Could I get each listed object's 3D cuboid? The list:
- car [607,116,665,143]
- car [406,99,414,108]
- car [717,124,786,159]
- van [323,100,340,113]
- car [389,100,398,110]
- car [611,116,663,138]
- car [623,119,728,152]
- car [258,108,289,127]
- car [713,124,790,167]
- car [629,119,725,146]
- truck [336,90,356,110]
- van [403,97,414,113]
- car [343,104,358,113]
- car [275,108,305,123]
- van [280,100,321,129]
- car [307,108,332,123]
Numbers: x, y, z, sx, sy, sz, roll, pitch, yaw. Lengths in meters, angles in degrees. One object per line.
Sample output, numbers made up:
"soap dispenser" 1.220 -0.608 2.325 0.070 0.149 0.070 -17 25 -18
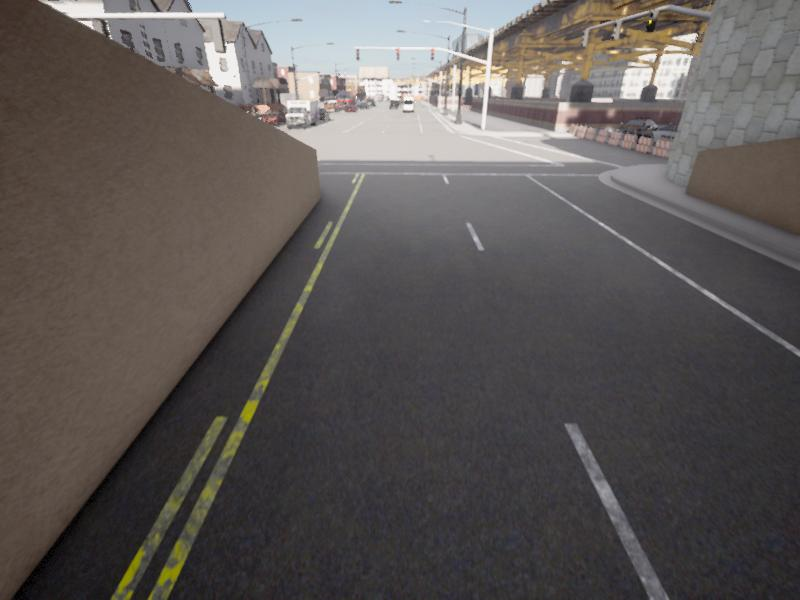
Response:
"car" 17.708 -12.803 29.906 4.974 1.542 2.038 -24 36 -39
"car" 2.461 -49.273 100.440 1.905 1.878 3.866 1 27 1
"car" 18.230 -8.393 20.986 1.853 1.218 4.536 15 31 27
"van" -12.485 -35.365 73.123 2.069 2.038 4.480 1 27 1
"car" -1.371 -44.346 90.829 1.905 1.878 3.866 1 27 1
"car" 17.745 -12.960 29.867 4.536 1.218 1.853 -24 36 -39
"car" 17.578 -10.697 25.809 2.038 1.542 4.974 -17 32 -30
"car" -13.526 -19.693 43.103 1.851 1.617 3.988 1 27 1
"car" 18.204 -8.233 21.018 2.038 1.542 4.974 15 31 27
"car" 17.608 -10.818 25.700 1.853 1.218 4.536 -17 32 -30
"truck" -11.923 -44.632 89.215 2.891 3.827 8.468 1 27 2
"van" 1.662 -37.510 76.842 1.988 2.561 5.915 1 27 1
"car" -8.987 -35.010 73.191 1.994 1.385 4.181 1 27 1
"car" -13.326 -22.481 48.632 2.128 1.511 4.902 1 27 1
"van" -10.085 -19.162 41.193 2.351 2.431 6.366 1 27 1
"car" -9.815 -22.698 49.096 1.837 1.490 4.892 1 27 1
